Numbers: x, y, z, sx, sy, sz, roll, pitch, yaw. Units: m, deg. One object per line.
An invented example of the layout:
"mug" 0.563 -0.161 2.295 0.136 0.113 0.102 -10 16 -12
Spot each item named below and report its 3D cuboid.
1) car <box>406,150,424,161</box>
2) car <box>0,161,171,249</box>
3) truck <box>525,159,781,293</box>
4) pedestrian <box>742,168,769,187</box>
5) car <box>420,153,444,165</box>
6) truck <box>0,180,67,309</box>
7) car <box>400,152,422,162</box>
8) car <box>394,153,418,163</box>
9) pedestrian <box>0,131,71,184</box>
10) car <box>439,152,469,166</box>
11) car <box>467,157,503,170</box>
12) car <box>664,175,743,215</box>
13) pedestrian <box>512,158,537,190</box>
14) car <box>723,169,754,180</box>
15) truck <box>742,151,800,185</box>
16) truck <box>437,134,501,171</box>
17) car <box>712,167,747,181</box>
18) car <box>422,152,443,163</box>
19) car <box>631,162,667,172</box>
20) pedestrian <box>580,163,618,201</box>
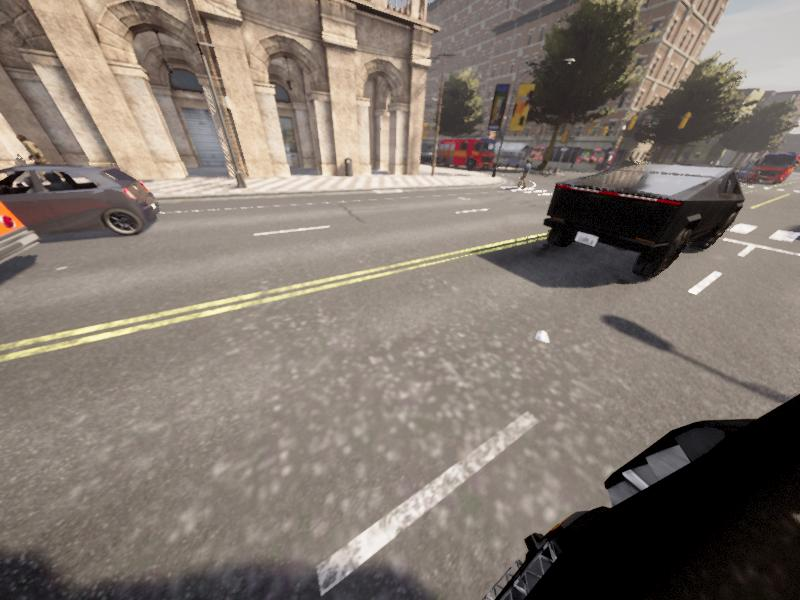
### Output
"car" 3.002 -29.589 47.306 1.851 1.617 3.988 -16 38 -26
"car" -8.320 -2.326 5.434 3.633 1.501 1.845 -16 38 -26
"truck" 6.686 -2.370 6.133 6.274 2.098 2.390 -16 38 -26
"pedestrian" 40.537 -13.962 26.360 0.751 1.860 0.751 -15 38 -25
"car" 5.243 -23.424 38.308 1.970 1.475 3.806 -16 38 -26
"truck" -8.199 -0.512 1.859 5.204 2.467 2.627 -16 38 -26
"car" 1.933 -26.661 43.029 1.994 1.385 4.181 -17 38 -27
"car" 0.937 -24.040 39.061 1.895 1.301 4.718 -16 38 -26
"pedestrian" -15.555 -6.073 9.908 0.751 1.860 0.751 -14 37 -24
"car" 8.953 -23.747 38.790 2.097 1.767 4.553 -16 38 -26
"car" 12.395 -20.102 34.014 1.895 1.301 4.718 -16 38 -26
"car" 16.794 -6.015 12.961 3.806 1.475 1.970 -26 43 -36
"pedestrian" 8.580 -8.674 15.948 0.751 1.860 0.751 -17 38 -27
"car" 56.157 -20.825 38.316 4.674 1.442 1.812 -16 38 -26
"truck" 53.316 -18.745 32.812 8.468 3.827 2.891 -16 38 -26
"truck" 9.118 -20.590 32.209 2.891 3.827 8.468 -16 38 -26
"car" 50.346 -19.235 35.297 5.238 1.638 1.930 -17 38 -27
"car" 5.990 -26.560 43.089 1.970 1.475 3.806 -16 38 -26
"car" 57.029 -30.590 53.016 2.038 1.542 4.974 -15 38 -25
"pedestrian" 11.518 -6.840 13.410 0.751 1.860 0.751 -11 36 -20
